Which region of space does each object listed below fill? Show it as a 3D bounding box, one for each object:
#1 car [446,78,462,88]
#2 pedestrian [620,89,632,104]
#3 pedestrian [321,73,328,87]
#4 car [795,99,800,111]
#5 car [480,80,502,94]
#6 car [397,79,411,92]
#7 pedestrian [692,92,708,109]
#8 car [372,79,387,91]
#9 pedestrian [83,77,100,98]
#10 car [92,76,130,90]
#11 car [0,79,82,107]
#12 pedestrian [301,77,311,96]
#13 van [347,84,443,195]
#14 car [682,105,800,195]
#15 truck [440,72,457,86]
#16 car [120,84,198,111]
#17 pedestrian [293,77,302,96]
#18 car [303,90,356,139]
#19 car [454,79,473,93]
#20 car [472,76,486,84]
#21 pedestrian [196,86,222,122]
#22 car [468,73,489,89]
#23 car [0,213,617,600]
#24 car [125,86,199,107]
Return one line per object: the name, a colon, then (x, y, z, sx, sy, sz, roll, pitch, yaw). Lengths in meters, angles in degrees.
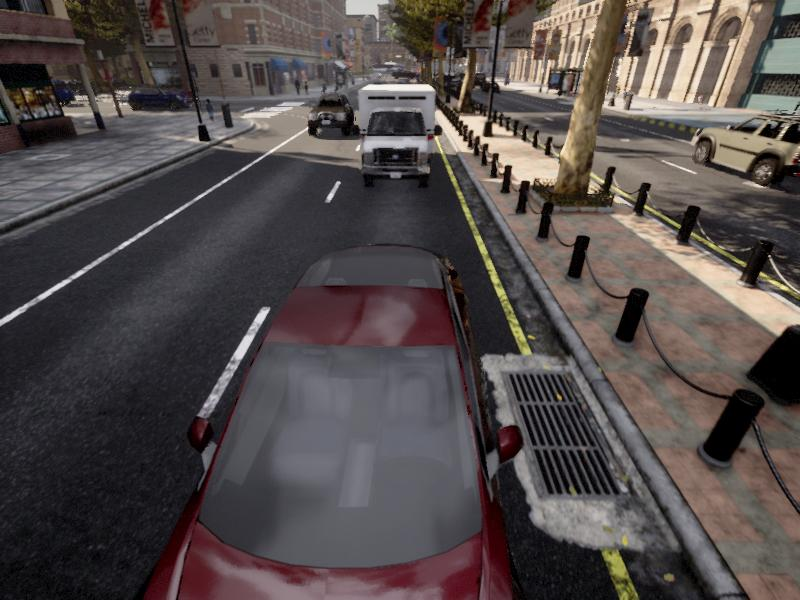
car: (8.685, -35.083, 64.616, 1.994, 1.385, 4.181, 0, 30, 1)
pedestrian: (19.762, -17.765, 34.934, 0.500, 1.100, 0.500, 3, 30, 4)
pedestrian: (-11.976, -35.012, 63.688, 0.751, 1.860, 0.751, 1, 30, 1)
car: (30.961, -13.763, 27.871, 2.161, 1.482, 4.786, 0, 30, 1)
car: (12.014, -28.334, 53.069, 1.970, 1.475, 3.806, 0, 30, 1)
car: (0.551, -29.846, 55.608, 1.812, 1.442, 4.674, 0, 30, 1)
pedestrian: (23.159, -15.379, 30.852, 0.500, 1.100, 0.500, -11, 32, -18)
car: (-2.904, -31.554, 58.669, 1.895, 1.301, 4.718, 0, 30, 1)
pedestrian: (-31.583, -21.745, 41.009, 0.751, 1.860, 0.751, -15, 33, -24)
car: (-44.412, -33.468, 61.628, 1.930, 1.638, 5.238, 0, 30, 1)
car: (-31.686, -18.030, 34.825, 5.566, 2.045, 2.150, -1, 30, -2)
pedestrian: (-10.352, -23.581, 44.140, 0.751, 1.860, 0.751, 0, 30, 0)
van: (-0.077, -5.561, 13.108, 2.351, 2.431, 6.366, 0, 30, 1)
car: (11.414, -4.818, 12.378, 1.932, 1.855, 4.605, 0, 30, 1)
truck: (8.812, -40.417, 73.030, 2.390, 2.098, 6.274, 0, 30, 1)
car: (-19.121, -16.212, 31.957, 4.553, 1.767, 2.097, 0, 30, 0)
pedestrian: (-11.259, -23.539, 44.069, 0.751, 1.860, 0.751, -5, 31, -8)
car: (-3.464, -9.688, 20.712, 1.932, 1.855, 4.605, 0, 30, -1)
car: (8.526, -28.874, 53.887, 1.837, 1.490, 4.892, 0, 30, 1)
car: (15.661, -43.991, 79.929, 1.895, 1.301, 4.718, 0, 30, 1)
pedestrian: (-11.213, -11.512, 23.502, 0.751, 1.860, 0.751, 0, 30, 1)
car: (12.154, -34.120, 62.326, 2.150, 2.045, 5.566, 0, 30, 1)
car: (-0.272, 0.775, 3.226, 2.163, 1.488, 4.792, 1, 30, 3)
car: (-20.754, -17.890, 35.081, 5.008, 1.535, 1.882, 0, 30, -1)
